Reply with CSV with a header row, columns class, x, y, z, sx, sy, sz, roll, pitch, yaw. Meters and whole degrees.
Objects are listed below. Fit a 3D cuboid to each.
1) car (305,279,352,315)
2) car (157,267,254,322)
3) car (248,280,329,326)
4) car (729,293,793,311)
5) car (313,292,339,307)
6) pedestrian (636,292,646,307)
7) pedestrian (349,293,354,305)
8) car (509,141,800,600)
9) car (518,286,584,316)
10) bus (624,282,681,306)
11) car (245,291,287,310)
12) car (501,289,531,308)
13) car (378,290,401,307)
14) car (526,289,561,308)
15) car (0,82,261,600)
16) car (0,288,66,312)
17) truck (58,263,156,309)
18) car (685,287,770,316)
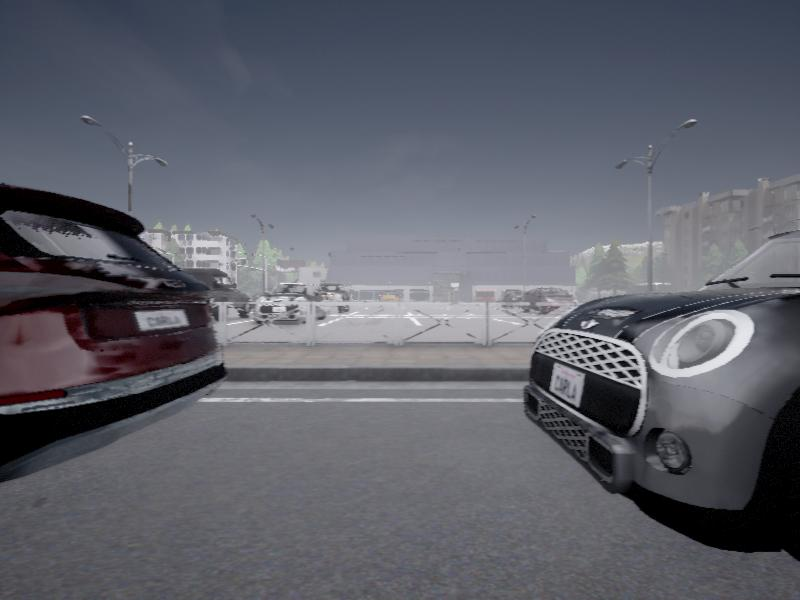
class,x,y,z,sx,sy,sz,roll,pitch,yaw
car,-4.045,-0.164,23.363,1.932,1.855,4.605,0,0,-1
car,-7.286,-0.188,15.476,1.905,1.878,3.866,0,0,-1
car,-3.958,0.099,14.885,1.970,1.475,3.806,0,0,-1
car,30.336,0.159,33.803,1.970,1.475,3.806,0,0,-1
car,-7.424,-0.033,40.404,1.970,1.475,3.806,0,0,-1
pedestrian,30.775,-0.099,51.115,0.751,1.860,0.751,0,0,0
pedestrian,-7.685,-0.140,63.214,0.751,1.860,0.751,0,0,1
car,2.773,0.255,2.201,3.806,1.475,1.970,0,0,0
car,8.415,0.050,22.725,2.007,1.523,4.514,0,0,-1
bus,46.825,-1.090,74.808,3.944,4.253,10.273,0,0,-1
car,-11.046,0.029,33.334,2.007,1.523,4.514,0,0,-1
car,11.786,-0.168,40.840,1.905,1.878,3.866,0,0,-1
car,-1.009,-0.105,40.765,2.152,1.636,5.027,0,0,-1
car,14.689,-0.144,41.270,1.932,1.855,4.605,0,0,-1
car,-3.550,0.173,2.200,4.856,1.649,2.033,0,0,0
car,-26.452,0.005,27.970,2.038,1.542,4.974,0,0,0
truck,-26.472,-1.141,36.887,2.891,3.827,8.468,0,0,0
car,18.408,0.082,22.741,1.845,1.501,3.633,0,0,-1
